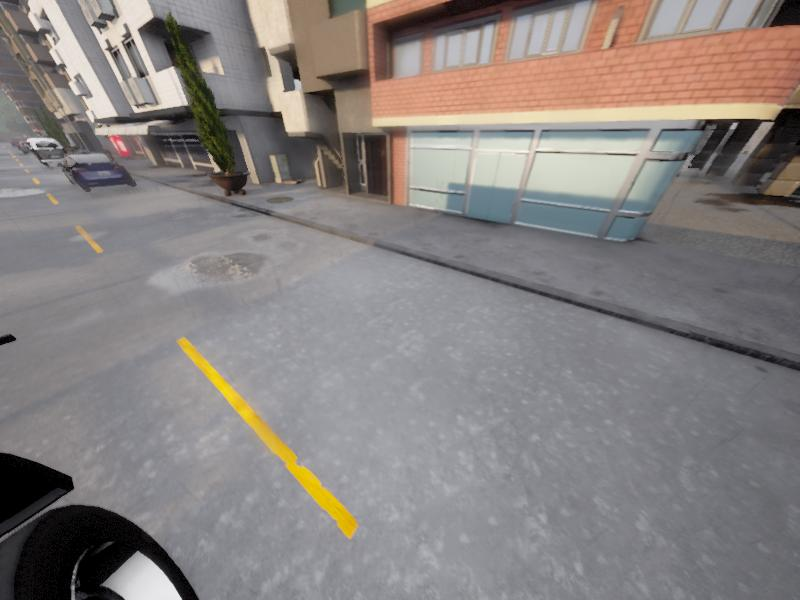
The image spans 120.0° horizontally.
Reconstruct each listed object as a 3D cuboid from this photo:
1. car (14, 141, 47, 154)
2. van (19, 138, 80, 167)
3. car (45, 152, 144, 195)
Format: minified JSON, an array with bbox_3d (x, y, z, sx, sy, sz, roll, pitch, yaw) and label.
[{"bbox_3d":[-54.551,-22.463,34.075,3.806,1.475,1.970,22,41,28],"label":"car"},{"bbox_3d":[-31.832,-13.452,20.979,4.480,2.038,2.069,22,41,28],"label":"van"},{"bbox_3d":[-16.095,-6.820,12.179,4.792,1.488,2.163,22,41,28],"label":"car"}]
